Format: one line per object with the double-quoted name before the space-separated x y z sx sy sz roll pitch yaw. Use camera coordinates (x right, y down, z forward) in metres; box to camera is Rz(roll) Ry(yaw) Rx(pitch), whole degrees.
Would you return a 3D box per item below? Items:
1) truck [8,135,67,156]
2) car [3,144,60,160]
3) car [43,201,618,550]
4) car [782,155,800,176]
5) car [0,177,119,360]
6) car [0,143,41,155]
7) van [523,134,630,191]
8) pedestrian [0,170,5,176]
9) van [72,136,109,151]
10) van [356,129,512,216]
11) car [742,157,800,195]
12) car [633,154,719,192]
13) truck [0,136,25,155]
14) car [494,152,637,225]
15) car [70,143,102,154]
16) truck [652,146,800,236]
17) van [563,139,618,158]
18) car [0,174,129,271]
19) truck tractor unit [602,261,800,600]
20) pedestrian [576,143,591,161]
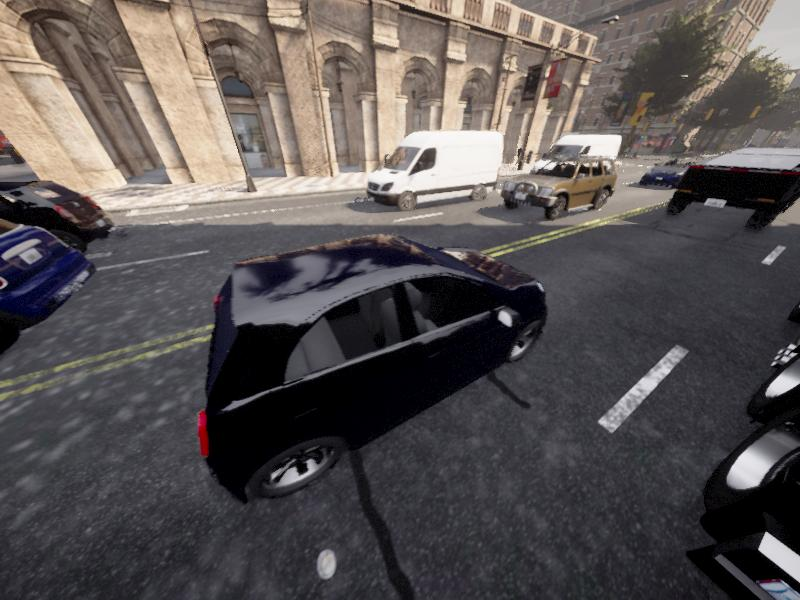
"truck" -56.331 -24.191 36.136 2.627 2.467 5.204 -18 39 -25
"car" -47.862 -19.470 30.202 1.801 1.575 5.366 -18 39 -24
"car" 0.032 0.092 2.529 3.633 1.501 1.845 -18 39 -24
"car" 34.223 -11.137 19.077 4.181 1.385 1.994 -19 39 -26
"car" -7.017 -0.008 2.384 4.553 1.767 2.097 -18 39 -24
"car" -60.531 -23.932 36.602 2.163 1.488 4.792 -18 39 -25
"van" 10.555 -8.380 13.903 5.915 2.561 1.988 -18 39 -25
"pedestrian" -26.470 -8.776 14.457 0.751 1.860 0.751 -21 40 -27
"van" -65.769 -33.388 49.304 2.351 2.431 6.366 -18 39 -25
"van" 1.482 -5.415 9.568 5.915 2.561 1.988 -18 39 -24
"car" 22.010 -7.105 13.093 3.806 1.475 1.970 -19 39 -25
"car" 16.127 -7.519 13.526 3.988 1.617 1.851 -18 39 -25
"truck" -65.212 -24.965 37.176 2.627 2.467 5.204 -18 39 -25
"car" 6.091 -4.336 8.630 4.605 1.855 1.932 -18 39 -24
"car" -55.549 -26.928 41.020 1.970 1.475 3.806 -18 39 -25
"truck" 12.541 -4.210 8.314 6.274 2.098 2.390 -18 39 -25
"van" 31.774 -25.632 38.958 2.351 2.431 6.366 -18 39 -24
"car" -8.958 -1.578 4.852 3.633 1.501 1.845 -18 39 -24
"truck tractor unit" 5.103 -0.310 0.783 6.516 4.208 3.053 -19 39 -24
"pedestrian" 22.440 -18.106 28.257 0.751 1.860 0.751 22 40 28
